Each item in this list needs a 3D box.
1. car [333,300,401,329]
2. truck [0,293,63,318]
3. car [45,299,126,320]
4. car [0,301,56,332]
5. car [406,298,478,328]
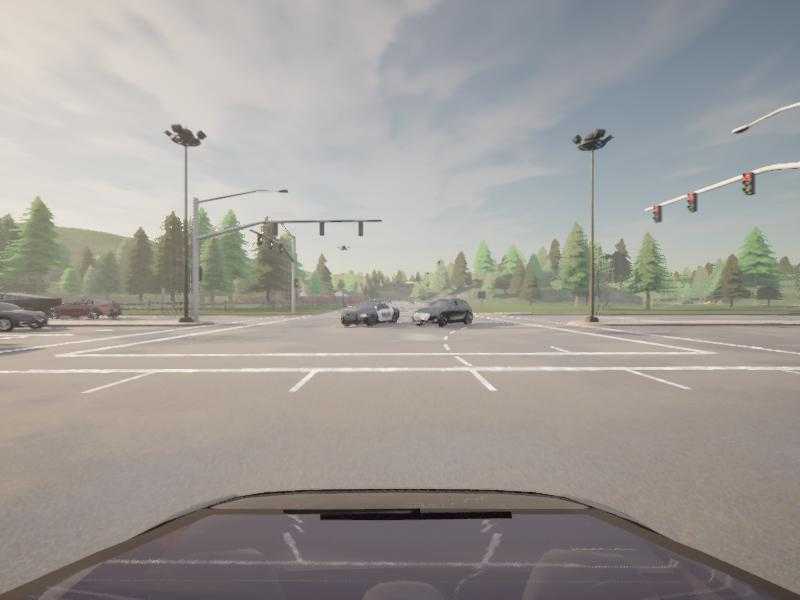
[{"bbox_3d":[-1.862,0.789,24.679,2.038,1.542,4.974,1,1,24],"label":"car"},{"bbox_3d":[-33.856,0.487,35.190,6.274,2.098,2.390,0,0,-1],"label":"truck"},{"bbox_3d":[-25.200,0.730,32.147,5.027,1.651,2.152,0,0,5],"label":"car"},{"bbox_3d":[-20.926,0.812,20.513,4.892,1.490,1.837,0,0,-1],"label":"car"},{"bbox_3d":[2.679,0.742,24.377,2.033,1.649,4.856,-1,-1,38],"label":"car"}]
